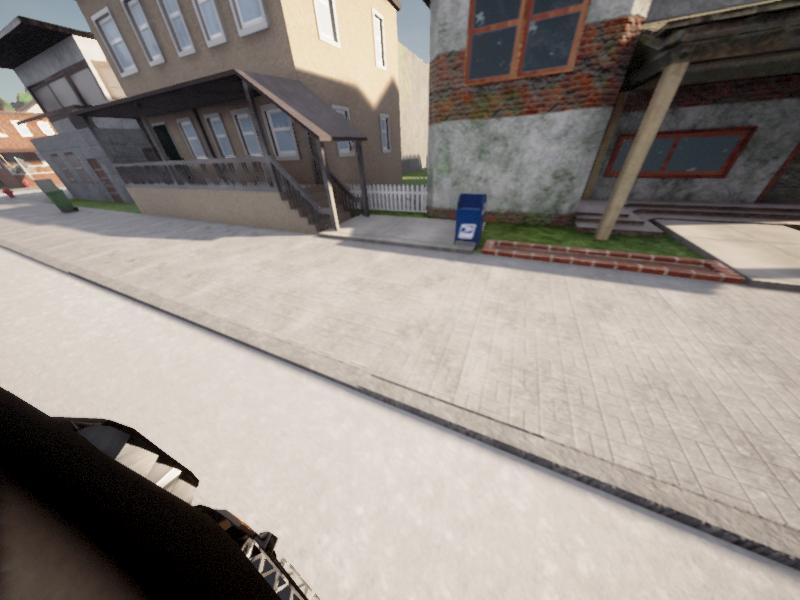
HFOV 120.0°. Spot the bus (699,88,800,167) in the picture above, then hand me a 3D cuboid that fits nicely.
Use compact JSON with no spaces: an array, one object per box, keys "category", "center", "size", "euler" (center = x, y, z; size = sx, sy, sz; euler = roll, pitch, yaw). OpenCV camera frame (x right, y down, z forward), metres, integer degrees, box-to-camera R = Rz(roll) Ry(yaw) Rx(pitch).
[{"category":"bus","center":[28.754,-12.601,16.791],"size":[3.944,4.253,10.273],"euler":[12,37,22]}]
